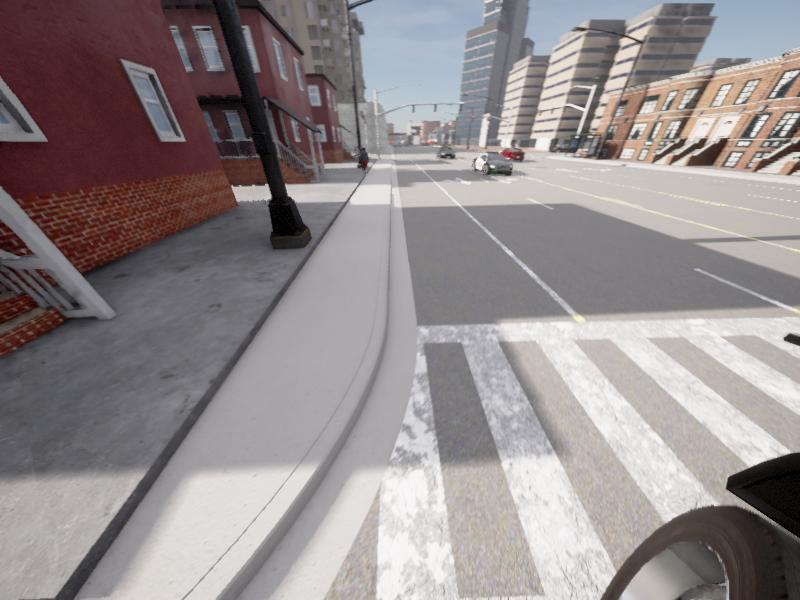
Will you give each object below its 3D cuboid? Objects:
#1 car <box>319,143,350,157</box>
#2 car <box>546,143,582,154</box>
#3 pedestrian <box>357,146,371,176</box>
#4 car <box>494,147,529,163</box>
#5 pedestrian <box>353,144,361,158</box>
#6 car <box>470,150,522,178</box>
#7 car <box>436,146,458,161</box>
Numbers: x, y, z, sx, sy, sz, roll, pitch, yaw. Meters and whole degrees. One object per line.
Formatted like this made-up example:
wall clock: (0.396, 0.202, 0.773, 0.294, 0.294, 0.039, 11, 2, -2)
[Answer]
car: (-11.441, -26.620, 40.961, 4.856, 1.649, 2.033, 2, 34, -4)
car: (31.876, -29.497, 44.933, 5.238, 1.638, 1.930, -2, 34, -1)
pedestrian: (-2.729, -10.594, 17.628, 0.751, 1.860, 0.751, 2, 34, 4)
car: (14.051, -18.599, 29.526, 1.882, 1.535, 5.008, -2, 34, -1)
pedestrian: (-6.521, -22.442, 34.789, 0.751, 1.860, 0.751, 5, 35, 9)
car: (7.445, -11.053, 18.665, 2.038, 1.542, 4.974, -2, 35, -1)
car: (6.884, -22.013, 34.552, 2.242, 1.667, 4.611, -2, 34, -1)
